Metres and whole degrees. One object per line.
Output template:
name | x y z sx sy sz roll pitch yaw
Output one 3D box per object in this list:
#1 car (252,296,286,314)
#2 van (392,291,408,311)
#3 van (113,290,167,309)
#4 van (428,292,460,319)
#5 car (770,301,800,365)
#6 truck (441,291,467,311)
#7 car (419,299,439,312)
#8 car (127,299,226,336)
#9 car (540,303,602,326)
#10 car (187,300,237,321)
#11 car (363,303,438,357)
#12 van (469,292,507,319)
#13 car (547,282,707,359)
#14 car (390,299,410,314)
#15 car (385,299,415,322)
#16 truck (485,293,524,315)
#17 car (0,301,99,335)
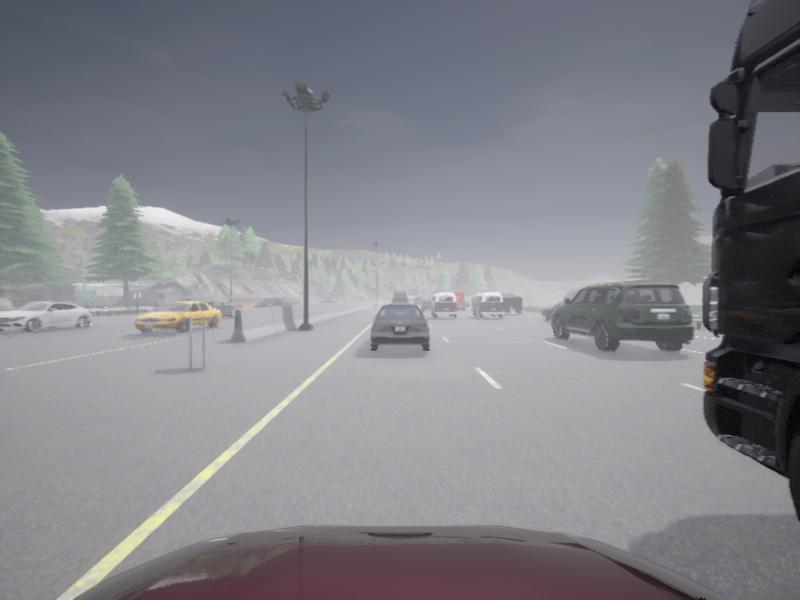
car | -13.997 0.509 43.058 2.097 1.767 4.553 0 0 0
van | 0.021 0.089 53.804 1.988 2.561 5.915 0 0 0
van | -34.822 -0.105 53.629 5.915 2.561 1.988 0 0 0
van | 3.508 0.431 32.443 2.069 2.038 4.480 0 0 0
car | 10.501 0.794 8.014 2.007 1.525 4.514 0 0 0
truck | 7.004 0.135 52.567 2.627 2.467 5.204 0 1 0
car | 3.502 0.619 49.808 2.128 1.511 4.902 0 0 0
car | -10.499 0.718 19.376 1.801 1.575 5.366 0 0 0
car | 10.502 0.835 25.014 1.895 1.301 4.718 0 0 0
car | -13.997 0.723 30.017 1.970 1.475 3.806 0 0 0
car | 0.003 0.836 13.546 2.033 1.411 5.357 0 0 0
van | 7.002 0.432 32.199 2.069 2.038 4.480 0 0 0
car | 7.003 0.513 13.311 2.150 2.045 5.566 0 1 0
car | 0.002 0.642 42.111 2.038 1.542 4.974 0 0 0
car | 0.001 0.698 29.283 2.038 1.542 4.974 0 0 0
truck | 10.504 0.366 40.803 2.390 2.098 6.274 0 0 0
car | -17.505 0.784 19.712 1.812 1.442 4.674 0 0 0
